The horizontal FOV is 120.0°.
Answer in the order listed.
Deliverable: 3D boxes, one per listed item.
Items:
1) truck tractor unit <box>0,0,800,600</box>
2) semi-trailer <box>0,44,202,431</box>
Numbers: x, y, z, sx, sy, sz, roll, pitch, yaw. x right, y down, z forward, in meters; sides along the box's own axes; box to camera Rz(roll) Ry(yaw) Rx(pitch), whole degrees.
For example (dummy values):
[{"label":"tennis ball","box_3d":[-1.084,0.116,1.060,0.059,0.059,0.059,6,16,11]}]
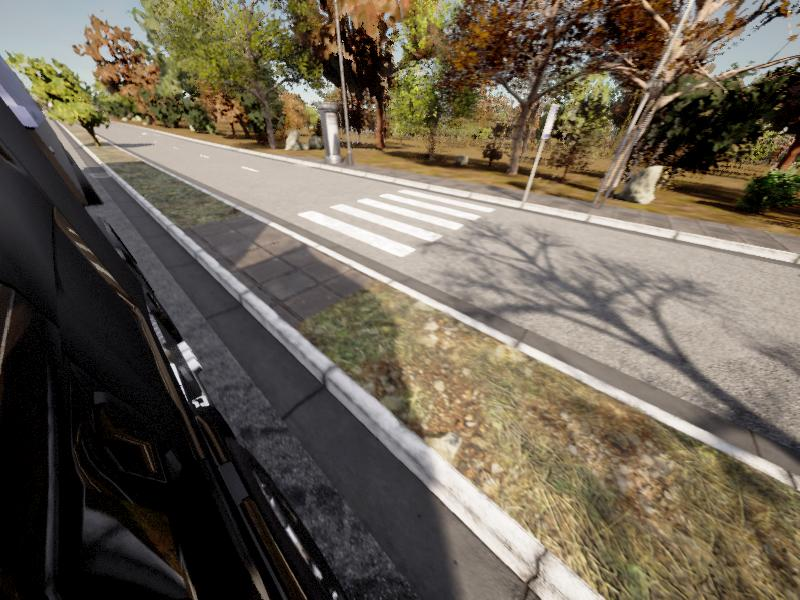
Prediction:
[{"label":"truck tractor unit","box_3d":[-2.645,-0.295,0.352,6.516,4.208,3.053,28,44,30]},{"label":"semi-trailer","box_3d":[-8.707,-3.595,4.228,14.254,4.402,2.717,28,44,30]}]
